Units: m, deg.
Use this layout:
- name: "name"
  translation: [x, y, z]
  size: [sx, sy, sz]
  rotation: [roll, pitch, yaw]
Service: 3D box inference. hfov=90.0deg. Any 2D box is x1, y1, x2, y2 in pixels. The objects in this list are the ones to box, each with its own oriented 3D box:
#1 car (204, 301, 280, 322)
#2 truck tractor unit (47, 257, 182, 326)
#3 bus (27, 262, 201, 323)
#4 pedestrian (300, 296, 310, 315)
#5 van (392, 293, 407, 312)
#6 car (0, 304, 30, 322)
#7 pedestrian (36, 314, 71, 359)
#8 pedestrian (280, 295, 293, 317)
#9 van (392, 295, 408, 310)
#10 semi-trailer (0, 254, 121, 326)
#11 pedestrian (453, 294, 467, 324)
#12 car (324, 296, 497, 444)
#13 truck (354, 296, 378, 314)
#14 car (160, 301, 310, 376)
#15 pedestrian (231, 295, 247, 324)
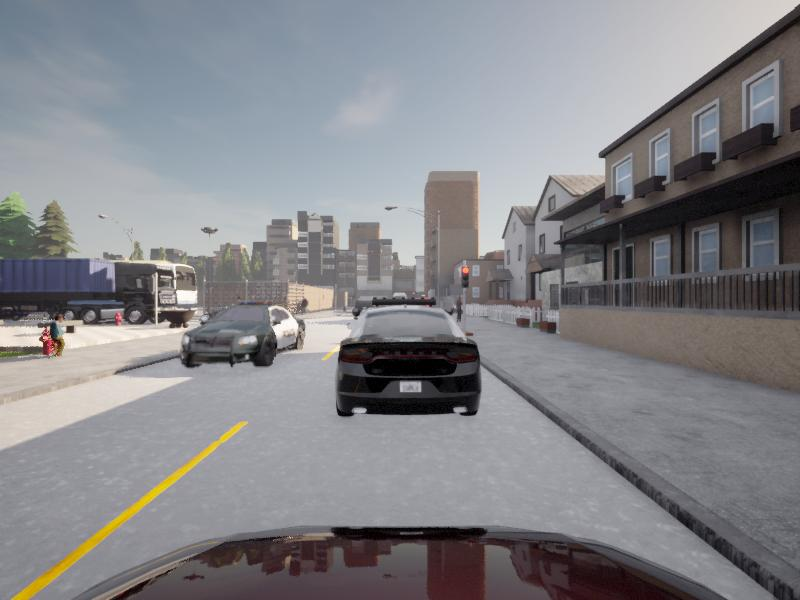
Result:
- name: "car"
  translation: [-11.787, 0.836, 30.087]
  size: [4.902, 1.511, 2.128]
  rotation: [0, 0, -4]
- name: "truck tractor unit"
  translation: [-18.298, -0.514, 26.008]
  size: [6.516, 4.208, 3.053]
  rotation: [0, 0, -1]
- name: "bus"
  translation: [-20.892, -0.534, 29.798]
  size: [10.273, 4.253, 3.944]
  rotation: [0, 0, 1]
- name: "pedestrian"
  translation: [-9.369, 0.534, 39.440]
  size: [0.751, 1.860, 0.751]
  rotation: [0, 0, -1]
- name: "van"
  translation: [-0.076, 0.322, 57.479]
  size: [1.988, 2.561, 5.915]
  rotation: [0, 0, -1]
- name: "car"
  translation: [-30.838, 0.944, 29.883]
  size: [4.718, 1.301, 1.895]
  rotation: [0, 0, 1]
- name: "pedestrian"
  translation: [-8.748, 0.905, 10.107]
  size: [0.500, 1.100, 0.500]
  rotation: [0, 0, 22]
- name: "pedestrian"
  translation: [-9.702, 0.534, 34.118]
  size: [0.751, 1.860, 0.751]
  rotation: [0, 0, 19]
- name: "van"
  translation: [-0.048, 0.378, 65.604]
  size: [2.351, 2.431, 6.366]
  rotation: [0, 0, -1]
- name: "semi-trailer"
  translation: [-26.210, -0.618, 25.915]
  size: [14.254, 4.402, 2.717]
  rotation: [0, 0, -1]
- name: "pedestrian"
  translation: [3.773, 0.533, 25.183]
  size: [0.751, 1.860, 0.751]
  rotation: [0, 0, 0]
- name: "car"
  translation: [0.062, 0.771, 7.066]
  size: [1.930, 1.638, 5.238]
  rotation: [0, 0, -1]
- name: "truck"
  translation: [-4.111, 0.542, 49.206]
  size: [2.390, 2.098, 6.274]
  rotation: [0, 0, 0]
- name: "car"
  translation: [-4.047, 0.825, 10.929]
  size: [2.038, 1.542, 4.974]
  rotation: [0, 0, 0]
- name: "pedestrian"
  translation: [-10.606, 0.637, 26.349]
  size: [0.751, 1.860, 0.751]
  rotation: [0, 0, -44]
